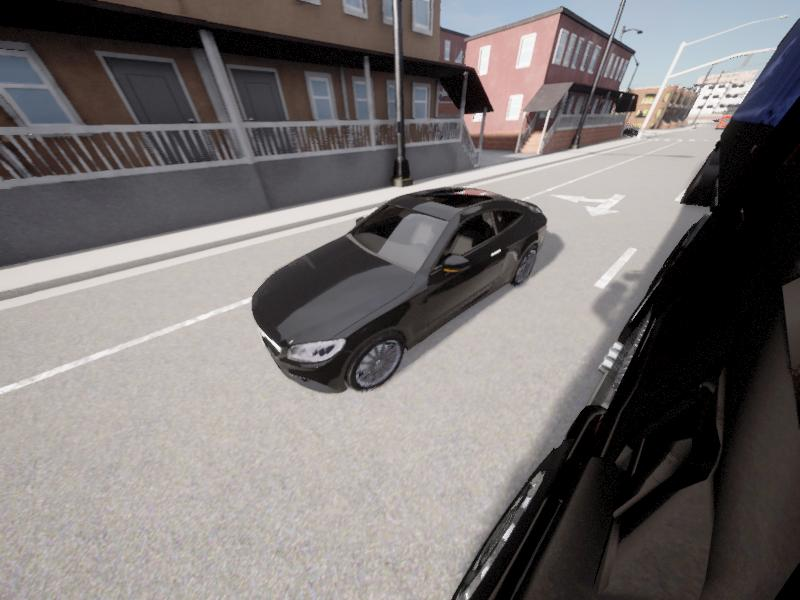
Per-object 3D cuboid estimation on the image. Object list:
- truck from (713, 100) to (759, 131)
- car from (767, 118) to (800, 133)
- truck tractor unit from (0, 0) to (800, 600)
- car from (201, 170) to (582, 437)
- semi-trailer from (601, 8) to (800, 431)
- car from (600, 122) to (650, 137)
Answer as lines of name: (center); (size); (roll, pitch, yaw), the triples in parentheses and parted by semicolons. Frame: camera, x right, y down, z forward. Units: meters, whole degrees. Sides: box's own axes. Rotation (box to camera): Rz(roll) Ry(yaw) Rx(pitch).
truck: (59.186, -32.407, 40.700); (8.468, 3.827, 2.891); (-28, 44, -30)
car: (52.153, -22.663, 29.938); (4.974, 1.542, 2.038); (-2, 36, 1)
truck tractor unit: (2.645, -0.295, 0.351); (6.516, 4.208, 3.053); (-28, 44, -30)
car: (0.411, -0.710, 3.336); (4.674, 1.442, 1.812); (-27, 43, -30)
semi-trailer: (8.536, -3.690, 4.408); (14.254, 4.402, 2.717); (-30, 45, -32)
car: (33.070, -25.105, 34.102); (2.242, 1.667, 4.611); (-25, 42, -27)
